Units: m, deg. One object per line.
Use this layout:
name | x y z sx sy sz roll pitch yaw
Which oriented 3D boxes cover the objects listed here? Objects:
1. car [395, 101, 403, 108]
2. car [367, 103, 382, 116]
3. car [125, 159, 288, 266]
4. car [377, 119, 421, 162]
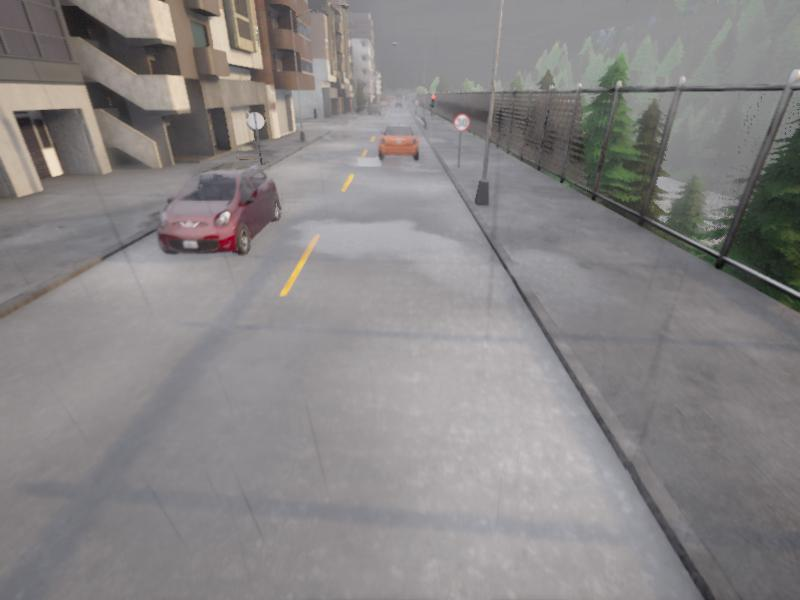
car | -0.235 -50.725 103.780 1.837 1.490 4.892 0 27 0
car | -4.142 -31.460 65.900 2.097 1.767 4.553 0 27 0
car | -4.026 -2.177 9.158 1.845 1.501 3.633 0 27 0
car | -0.053 -8.787 21.784 2.097 1.767 4.553 0 27 0
